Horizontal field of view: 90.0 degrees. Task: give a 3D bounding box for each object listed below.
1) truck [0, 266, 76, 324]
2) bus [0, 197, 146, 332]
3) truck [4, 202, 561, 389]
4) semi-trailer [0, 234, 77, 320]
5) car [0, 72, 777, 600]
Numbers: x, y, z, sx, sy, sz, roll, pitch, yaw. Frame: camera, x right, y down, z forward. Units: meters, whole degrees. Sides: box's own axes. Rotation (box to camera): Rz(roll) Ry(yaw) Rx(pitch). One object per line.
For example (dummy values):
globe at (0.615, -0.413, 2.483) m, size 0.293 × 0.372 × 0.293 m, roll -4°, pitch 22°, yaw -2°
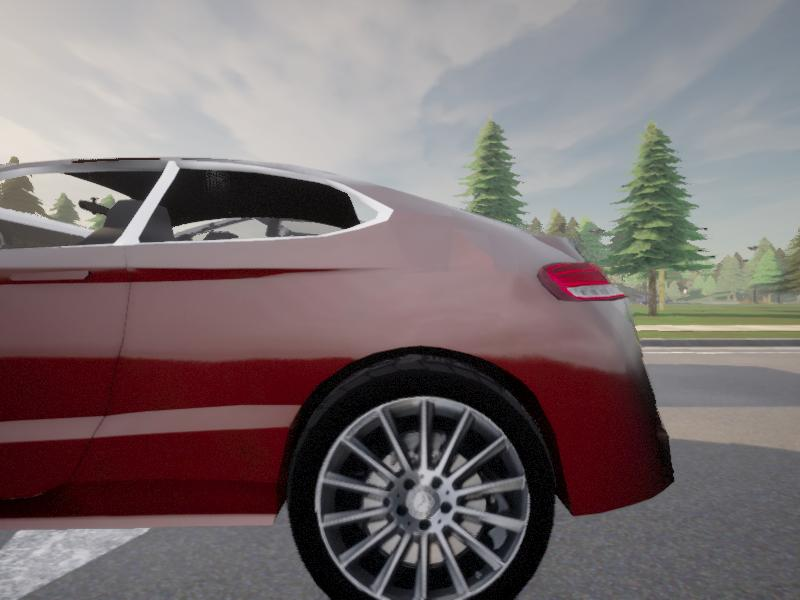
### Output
truck at (-18.251, -0.212, 18.297) m, size 2.627 × 2.467 × 5.204 m, roll 0°, pitch 0°, yaw 1°
bus at (-14.630, -1.106, 14.769) m, size 3.944 × 4.253 × 10.273 m, roll 0°, pitch 0°, yaw 0°
truck at (-1.321, -0.054, 5.701) m, size 6.274 × 2.098 × 2.390 m, roll 0°, pitch 0°, yaw 0°
semi-trailer at (-21.849, -1.181, 17.982) m, size 2.717 × 4.402 × 14.254 m, roll 0°, pitch 0°, yaw 2°
car at (-1.454, 0.184, 2.200) m, size 5.027 × 1.651 × 2.152 m, roll 0°, pitch 0°, yaw 0°
